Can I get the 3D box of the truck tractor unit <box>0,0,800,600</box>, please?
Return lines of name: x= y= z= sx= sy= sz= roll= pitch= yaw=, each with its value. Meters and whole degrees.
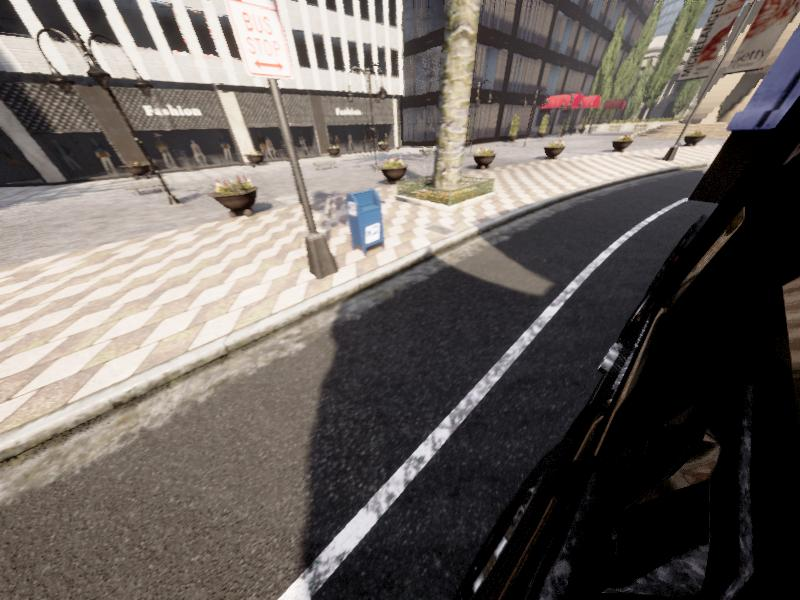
truck tractor unit: x=2.645 y=-0.295 z=0.351 sx=6.516 sy=4.208 sz=3.053 roll=-28 pitch=44 yaw=-30

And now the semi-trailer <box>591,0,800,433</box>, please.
semi-trailer: x=9.189 y=-3.204 z=3.691 sx=14.254 sy=4.402 sz=2.717 roll=-22 pitch=40 yaw=-24
